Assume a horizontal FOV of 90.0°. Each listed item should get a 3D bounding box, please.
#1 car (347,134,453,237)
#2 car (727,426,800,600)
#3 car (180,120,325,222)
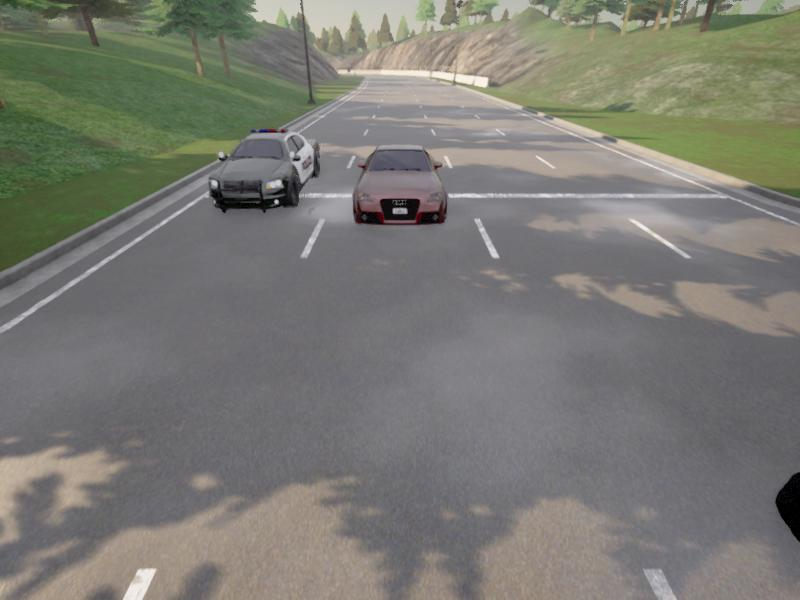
[{"bbox_3d":[0.002,-2.945,9.629,1.994,1.385,4.181,0,30,0],"label":"car"},{"bbox_3d":[3.502,2.321,0.500,2.038,1.542,4.974,0,31,0],"label":"car"},{"bbox_3d":[-3.506,-3.698,10.748,2.038,1.542,4.974,0,31,0],"label":"car"}]
